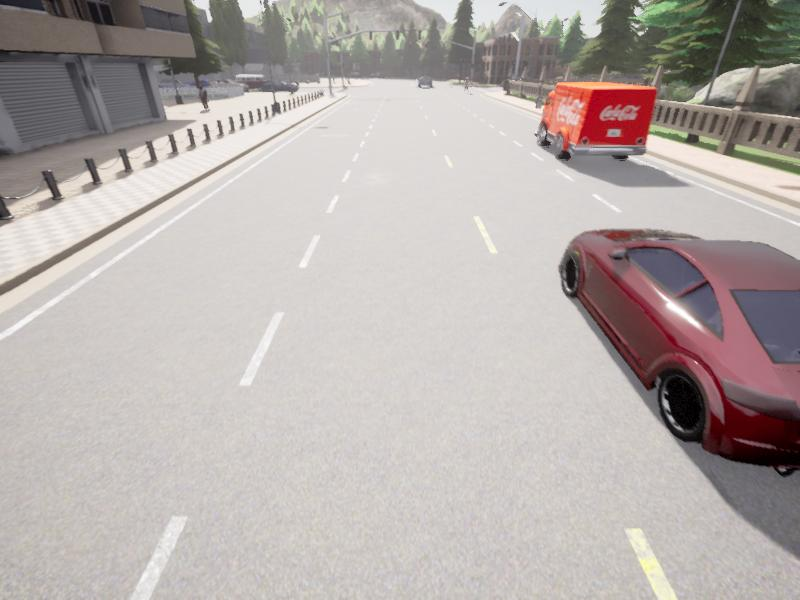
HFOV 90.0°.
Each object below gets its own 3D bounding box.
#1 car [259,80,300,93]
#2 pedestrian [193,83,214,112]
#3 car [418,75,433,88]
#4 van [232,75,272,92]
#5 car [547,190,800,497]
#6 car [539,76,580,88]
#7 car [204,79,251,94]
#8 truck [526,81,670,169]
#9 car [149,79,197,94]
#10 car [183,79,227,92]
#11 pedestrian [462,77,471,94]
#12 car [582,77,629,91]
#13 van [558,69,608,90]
[{"bbox_3d":[-15.769,-28.053,52.608,4.674,1.442,1.812,1,30,1],"label":"car"},{"bbox_3d":[-14.230,-14.677,29.001,0.751,1.860,0.751,-4,31,-7],"label":"pedestrian"},{"bbox_3d":[4.058,-35.414,64.850,2.152,1.651,5.027,0,31,0],"label":"car"},{"bbox_3d":[-20.502,-30.090,55.530,4.480,2.038,2.069,0,30,0],"label":"van"},{"bbox_3d":[3.521,-0.041,4.735,1.994,1.385,4.181,0,30,0],"label":"car"},{"bbox_3d":[24.505,-33.566,61.582,5.366,1.575,1.801,0,30,0],"label":"car"},{"bbox_3d":[-22.568,-28.137,52.627,5.027,1.651,2.152,0,30,0],"label":"car"},{"bbox_3d":[7.036,-6.861,15.257,2.627,2.467,5.204,0,30,0],"label":"truck"},{"bbox_3d":[-29.794,-28.117,52.641,4.856,1.649,2.033,0,30,0],"label":"car"},{"bbox_3d":[-27.098,-29.856,55.678,5.008,1.535,1.882,0,30,0],"label":"car"},{"bbox_3d":[8.059,-26.000,48.468,0.751,1.860,0.751,0,30,1],"label":"pedestrian"},{"bbox_3d":[27.546,-29.060,53.808,5.238,1.638,1.930,-6,31,-9],"label":"car"},{"bbox_3d":[26.574,-32.219,58.320,5.915,2.561,1.988,0,30,0],"label":"van"}]
